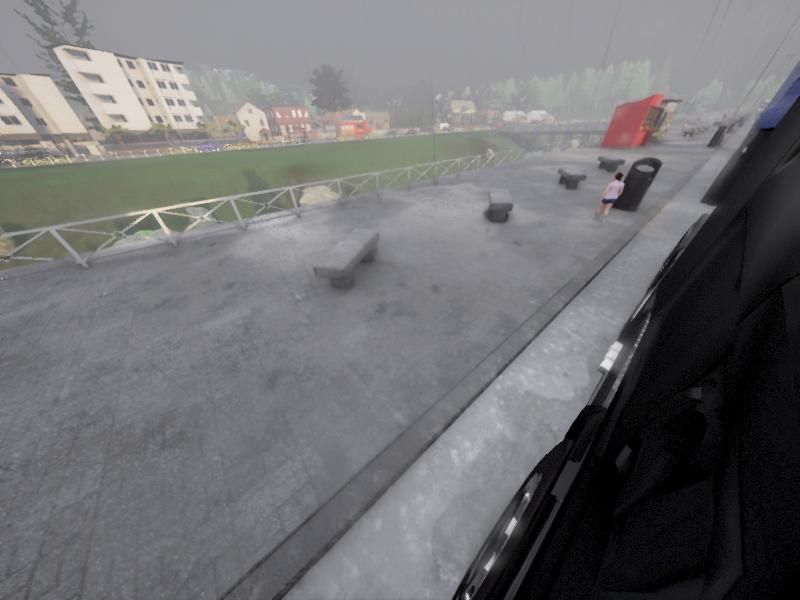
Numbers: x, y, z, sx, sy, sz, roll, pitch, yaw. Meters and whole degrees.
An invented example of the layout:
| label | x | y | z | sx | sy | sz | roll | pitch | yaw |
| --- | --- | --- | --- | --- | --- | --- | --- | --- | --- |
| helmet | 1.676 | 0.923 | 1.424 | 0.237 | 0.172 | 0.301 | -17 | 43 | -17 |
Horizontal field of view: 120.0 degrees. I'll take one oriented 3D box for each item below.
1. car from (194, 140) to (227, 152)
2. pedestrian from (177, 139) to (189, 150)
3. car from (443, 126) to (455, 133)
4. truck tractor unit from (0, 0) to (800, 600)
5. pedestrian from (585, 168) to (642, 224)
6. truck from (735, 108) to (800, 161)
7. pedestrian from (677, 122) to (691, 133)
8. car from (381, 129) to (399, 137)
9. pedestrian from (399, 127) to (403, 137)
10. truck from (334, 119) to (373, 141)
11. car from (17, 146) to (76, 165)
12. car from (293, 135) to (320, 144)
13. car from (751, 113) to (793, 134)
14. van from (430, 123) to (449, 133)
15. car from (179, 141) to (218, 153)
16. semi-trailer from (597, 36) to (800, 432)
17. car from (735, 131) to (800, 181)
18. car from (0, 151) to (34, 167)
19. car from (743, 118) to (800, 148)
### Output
| label | x | y | z | sx | sy | sz | roll | pitch | yaw |
| --- | --- | --- | --- | --- | --- | --- | --- | --- | --- |
| car | -34.095 | -27.779 | 41.658 | 4.193 | 1.474 | 1.816 | -28 | 43 | -29 |
| pedestrian | -42.475 | -30.473 | 45.269 | 0.751 | 1.860 | 0.751 | 22 | 43 | 29 |
| car | 15.505 | -54.175 | 73.328 | 3.633 | 1.501 | 1.845 | -28 | 44 | -29 |
| truck tractor unit | 2.645 | -0.295 | 0.351 | 6.516 | 4.208 | 3.053 | -28 | 44 | -30 |
| pedestrian | 4.970 | -2.451 | 5.454 | 0.500 | 1.100 | 0.500 | 11 | 39 | 18 |
| truck | 21.693 | -9.384 | 12.925 | 6.274 | 2.098 | 2.390 | -28 | 43 | -29 |
| pedestrian | 35.764 | -21.764 | 29.076 | 0.500 | 1.100 | 0.500 | 9 | 38 | 15 |
| car | -2.914 | -47.470 | 65.709 | 4.892 | 1.490 | 1.837 | -28 | 44 | -29 |
| pedestrian | 0.305 | -42.264 | 58.061 | 0.751 | 1.860 | 0.751 | -30 | 44 | -31 |
| truck | -11.080 | -40.979 | 55.698 | 8.468 | 3.827 | 2.891 | -28 | 44 | -29 |
| car | -48.763 | -20.055 | 32.033 | 3.866 | 1.878 | 1.905 | -29 | 44 | -30 |
| car | -20.397 | -35.059 | 50.407 | 4.792 | 1.488 | 2.163 | -28 | 43 | -29 |
| car | 41.103 | -19.568 | 25.586 | 5.366 | 1.575 | 1.801 | -28 | 44 | -29 |
| van | 12.926 | -56.288 | 75.586 | 6.366 | 2.431 | 2.351 | -28 | 44 | -29 |
| car | -37.780 | -28.797 | 43.327 | 5.357 | 1.411 | 2.033 | -27 | 43 | -29 |
| semi-trailer | 8.727 | -3.598 | 4.180 | 14.254 | 4.402 | 2.717 | -28 | 44 | -29 |
| car | 15.884 | -5.975 | 9.402 | 4.181 | 1.385 | 1.994 | -27 | 43 | -30 |
| car | -55.449 | -19.407 | 31.952 | 4.892 | 1.490 | 1.837 | -27 | 43 | -29 |
| car | 27.461 | -12.239 | 16.822 | 4.902 | 1.511 | 2.128 | -28 | 43 | -29 |
